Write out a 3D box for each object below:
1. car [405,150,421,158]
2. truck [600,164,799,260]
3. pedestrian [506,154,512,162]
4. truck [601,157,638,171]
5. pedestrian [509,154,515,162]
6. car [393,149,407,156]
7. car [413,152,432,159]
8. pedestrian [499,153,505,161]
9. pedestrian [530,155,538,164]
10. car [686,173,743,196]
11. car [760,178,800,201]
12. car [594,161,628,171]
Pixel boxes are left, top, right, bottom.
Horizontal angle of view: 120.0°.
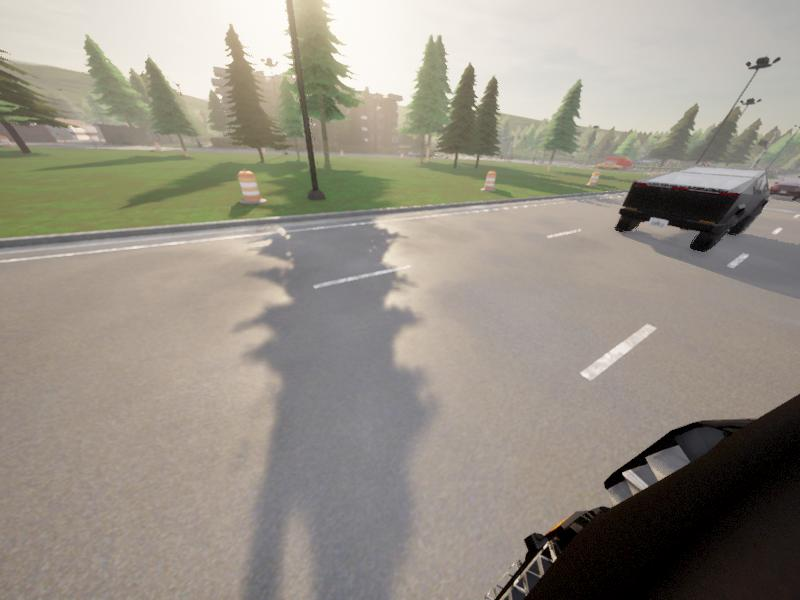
[{"bbox_3d":[3.592,-40.398,63.879,3.633,1.501,1.845,-16,38,-26],"label":"car"},{"bbox_3d":[10.251,-3.312,7.931,6.274,2.098,2.390,-16,38,-26],"label":"truck"},{"bbox_3d":[29.648,-38.692,62.870,0.751,1.860,0.751,-12,37,-22],"label":"pedestrian"},{"bbox_3d":[51.306,-31.965,54.263,2.627,2.467,5.204,-15,38,-26],"label":"truck"},{"bbox_3d":[30.070,-38.114,62.032,0.751,1.860,0.751,-13,37,-22],"label":"pedestrian"},{"bbox_3d":[0.108,-43.881,68.852,3.633,1.501,1.845,-16,38,-26],"label":"car"},{"bbox_3d":[6.110,-38.765,61.859,4.718,1.301,1.895,-16,38,-26],"label":"car"},{"bbox_3d":[28.117,-39.511,63.980,0.751,1.860,0.751,-14,37,-24],"label":"pedestrian"},{"bbox_3d":[32.660,-34.167,56.283,0.751,1.860,0.751,-13,37,-23],"label":"pedestrian"},{"bbox_3d":[27.700,-10.203,20.346,4.193,1.474,1.816,-16,38,-26],"label":"car"},{"bbox_3d":[33.797,-9.673,20.077,4.674,1.442,1.812,-16,38,-26],"label":"car"},{"bbox_3d":[48.249,-30.735,52.996,1.801,1.575,5.366,-15,38,-26],"label":"car"}]
